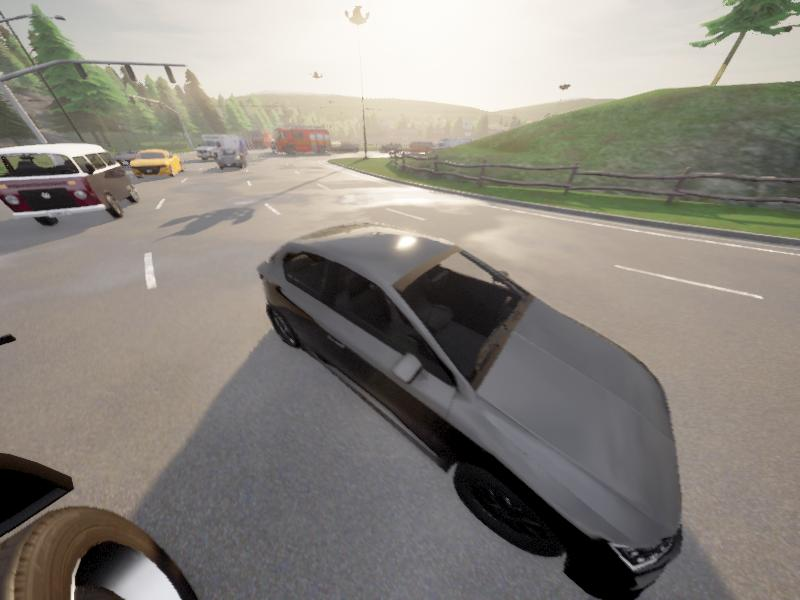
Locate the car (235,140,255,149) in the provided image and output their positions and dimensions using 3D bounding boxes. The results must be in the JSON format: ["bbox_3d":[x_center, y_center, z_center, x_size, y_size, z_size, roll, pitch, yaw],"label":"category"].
[{"bbox_3d":[-36.254,-36.381,54.157,2.152,1.651,5.027,-5,35,-9],"label":"car"}]

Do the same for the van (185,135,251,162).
[{"bbox_3d":[-21.106,-18.039,27.384,2.351,2.431,6.366,3,35,3],"label":"van"}]

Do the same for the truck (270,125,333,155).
[{"bbox_3d":[-15.834,-26.094,37.807,8.468,3.827,2.891,-21,40,-28],"label":"truck"}]

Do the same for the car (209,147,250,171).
[{"bbox_3d":[-14.341,-12.031,19.661,1.845,1.501,3.633,-13,37,-18],"label":"car"}]

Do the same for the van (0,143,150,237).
[{"bbox_3d":[-10.682,-3.909,7.626,2.069,2.038,4.480,-21,40,-27],"label":"van"}]

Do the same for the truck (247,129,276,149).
[{"bbox_3d":[-33.173,-38.788,55.735,2.891,3.827,8.468,-5,35,-8],"label":"truck"}]

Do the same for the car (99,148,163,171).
[{"bbox_3d":[-22.788,-12.176,19.871,1.994,1.385,4.181,-14,37,-19],"label":"car"}]

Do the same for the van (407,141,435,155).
[{"bbox_3d":[3.614,-26.702,40.605,4.442,1.987,1.775,-5,35,-9],"label":"van"}]

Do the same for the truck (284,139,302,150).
[{"bbox_3d":[-26.142,-38.223,56.550,2.390,2.098,6.274,-5,35,-9],"label":"truck"}]

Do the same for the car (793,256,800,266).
[{"bbox_3d":[11.059,-0.395,2.931,5.566,2.045,2.150,17,39,22],"label":"car"}]

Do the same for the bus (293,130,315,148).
[{"bbox_3d":[-28.877,-48.958,70.012,3.944,4.253,10.273,-5,36,-8],"label":"bus"}]

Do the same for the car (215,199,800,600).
[{"bbox_3d":[0.159,0.165,2.448,4.193,1.474,1.816,26,42,31],"label":"car"}]

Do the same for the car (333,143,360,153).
[{"bbox_3d":[-10.305,-29.117,44.284,4.792,1.488,2.163,-8,36,-12],"label":"car"}]

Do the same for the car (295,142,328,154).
[{"bbox_3d":[-16.046,-27.678,42.002,5.027,1.651,2.152,-18,39,-25],"label":"car"}]

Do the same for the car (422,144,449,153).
[{"bbox_3d":[7.259,-30.925,47.122,4.974,1.542,2.038,-6,35,-8],"label":"car"}]

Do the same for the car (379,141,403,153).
[{"bbox_3d":[-1.801,-30.210,45.653,4.605,1.855,1.932,-5,35,-9],"label":"car"}]

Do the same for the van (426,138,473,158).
[{"bbox_3d":[7.382,-23.173,35.220,6.366,2.431,2.351,-5,35,-9],"label":"van"}]

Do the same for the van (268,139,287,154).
[{"bbox_3d":[-21.902,-27.622,41.460,2.069,2.038,4.480,-9,36,-13],"label":"van"}]

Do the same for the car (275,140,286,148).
[{"bbox_3d":[-34.571,-45.257,66.919,2.152,1.651,5.027,-10,36,-15],"label":"car"}]

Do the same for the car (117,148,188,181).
[{"bbox_3d":[-16.645,-9.450,15.912,1.882,1.535,5.008,-17,38,-23],"label":"car"}]
